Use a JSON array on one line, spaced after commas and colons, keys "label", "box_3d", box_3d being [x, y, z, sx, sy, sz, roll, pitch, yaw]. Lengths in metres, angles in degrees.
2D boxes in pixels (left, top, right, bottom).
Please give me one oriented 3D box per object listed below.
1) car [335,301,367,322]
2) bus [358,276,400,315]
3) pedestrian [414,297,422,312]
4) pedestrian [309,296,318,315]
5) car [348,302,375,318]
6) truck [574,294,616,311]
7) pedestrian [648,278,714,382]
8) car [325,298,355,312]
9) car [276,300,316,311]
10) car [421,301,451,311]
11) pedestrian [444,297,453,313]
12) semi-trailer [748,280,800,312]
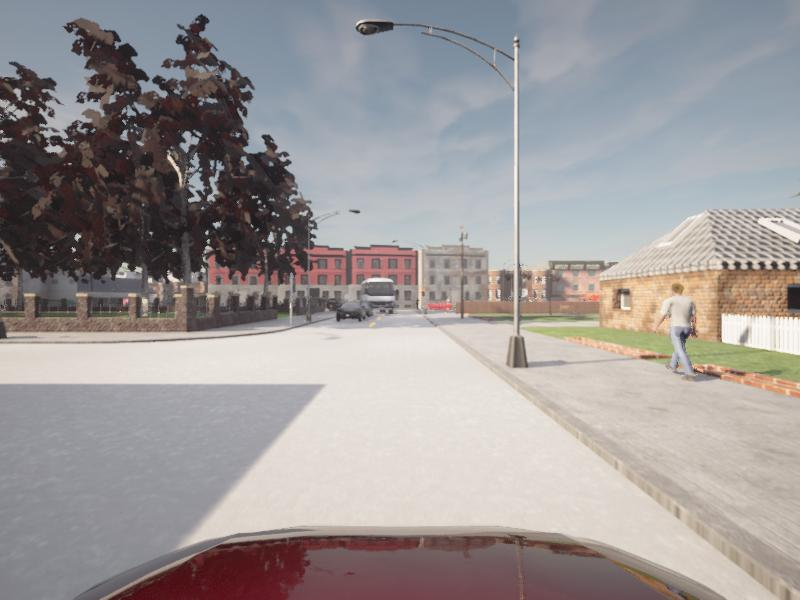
[{"label": "car", "box_3d": [-3.757, 0.846, 31.385, 1.882, 1.535, 5.008, 0, 0, 0]}, {"label": "bus", "box_3d": [-2.844, -0.497, 49.769, 3.944, 4.253, 10.273, 0, 0, -10]}, {"label": "pedestrian", "box_3d": [2.208, 0.601, 49.575, 0.751, 1.860, 0.751, 0, 0, 34]}, {"label": "pedestrian", "box_3d": [-8.961, 0.565, 41.326, 0.751, 1.860, 0.751, 0, 0, 0]}, {"label": "car", "box_3d": [-3.649, 0.924, 38.811, 2.033, 1.411, 5.357, 0, 0, 1]}, {"label": "truck", "box_3d": [29.987, 0.396, 61.571, 5.204, 2.467, 2.627, 0, 0, 0]}, {"label": "pedestrian", "box_3d": [5.312, 0.539, 7.604, 0.751, 1.860, 0.751, 0, 0, 7]}, {"label": "car", "box_3d": [-8.613, 0.689, 57.311, 3.866, 1.878, 1.905, 0, 0, 11]}, {"label": "car", "box_3d": [-15.001, 0.814, 57.810, 5.238, 1.638, 1.930, 0, 0, 0]}, {"label": "car", "box_3d": [5.471, 0.874, 61.706, 4.514, 1.525, 2.007, 0, 0, 0]}, {"label": "pedestrian", "box_3d": [5.651, 0.559, 46.344, 0.751, 1.860, 0.751, 0, 0, 34]}, {"label": "semi-trailer", "box_3d": [58.193, -0.576, 57.359, 14.254, 4.402, 2.717, 0, 0, 0]}]
